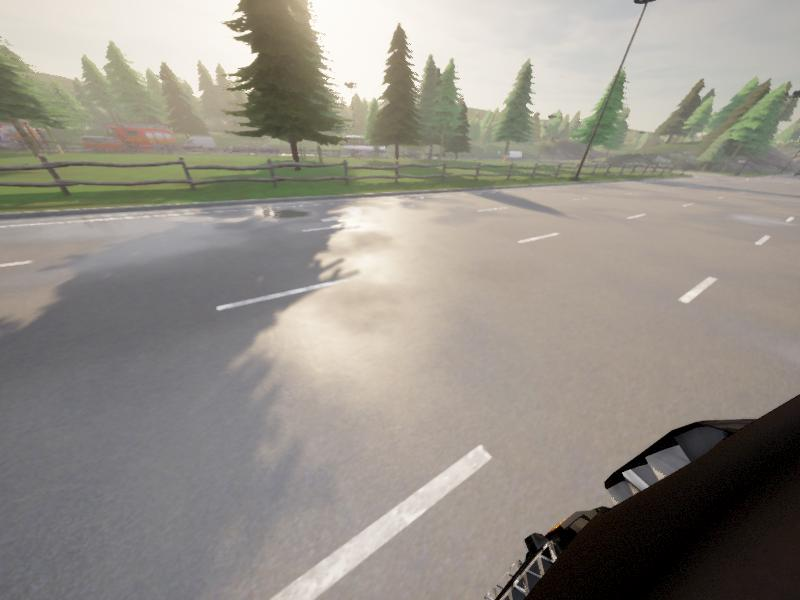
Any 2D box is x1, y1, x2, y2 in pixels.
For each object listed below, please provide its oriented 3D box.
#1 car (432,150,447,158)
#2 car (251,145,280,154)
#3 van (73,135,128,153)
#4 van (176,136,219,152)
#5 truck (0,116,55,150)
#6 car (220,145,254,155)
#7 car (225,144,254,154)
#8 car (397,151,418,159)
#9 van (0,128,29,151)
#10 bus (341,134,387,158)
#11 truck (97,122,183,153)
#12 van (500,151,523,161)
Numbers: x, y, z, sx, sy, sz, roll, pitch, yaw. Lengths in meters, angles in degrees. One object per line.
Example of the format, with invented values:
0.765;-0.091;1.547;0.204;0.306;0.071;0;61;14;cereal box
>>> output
12.060;-44.822;71.052;3.866;1.878;1.905;-16;38;-26;car
-29.340;-32.811;50.431;5.008;1.535;1.882;-16;38;-26;car
-45.647;-23.872;35.399;4.442;1.987;1.775;-16;38;-26;van
-41.385;-32.011;47.480;5.915;2.561;1.988;-16;38;-26;van
-57.259;-23.525;32.443;8.468;3.827;2.891;-16;38;-26;truck
-30.357;-28.056;43.190;4.892;1.490;1.837;-16;38;-26;car
-33.283;-31.409;48.055;4.514;1.525;2.007;-22;41;-32;car
1.906;-37.662;60.011;5.027;1.651;2.152;-16;38;-26;car
-55.517;-21.224;30.336;6.366;2.431;2.351;-16;38;-26;van
-8.665;-37.563;56.515;10.273;4.253;3.944;-16;38;-26;bus
-43.540;-27.459;39.308;8.468;3.827;2.891;-16;38;-26;truck
35.452;-45.963;73.665;5.915;2.561;1.988;14;35;17;van
